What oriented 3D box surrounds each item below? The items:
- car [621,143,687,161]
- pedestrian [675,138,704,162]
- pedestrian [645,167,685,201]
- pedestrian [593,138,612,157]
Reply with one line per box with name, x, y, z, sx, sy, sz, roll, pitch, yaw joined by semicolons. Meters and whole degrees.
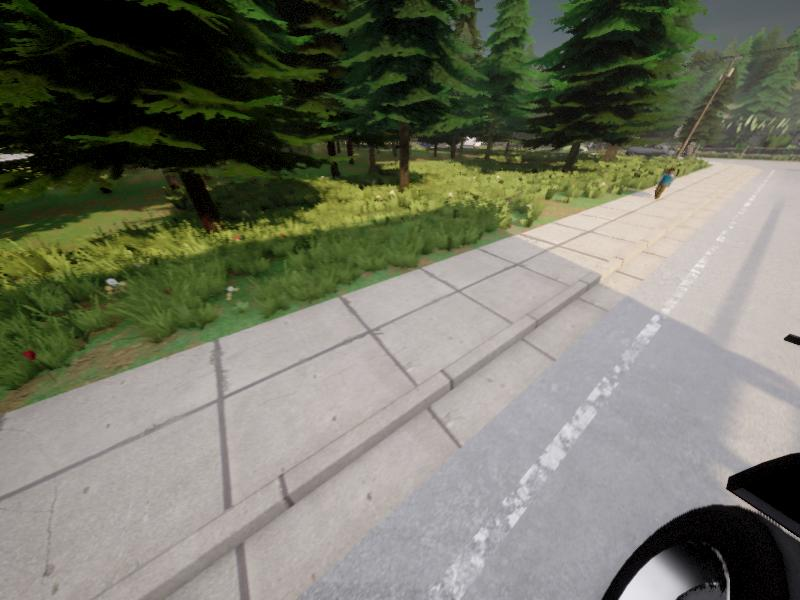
car;29.092;-17.205;26.669;2.007;1.525;4.514;-19;39;-24
pedestrian;27.209;-14.141;21.747;0.751;1.860;0.751;-15;38;-19
pedestrian;10.200;-4.477;8.908;0.500;1.100;0.500;-21;40;-27
pedestrian;23.655;-17.831;27.006;0.751;1.860;0.751;-21;40;-27
